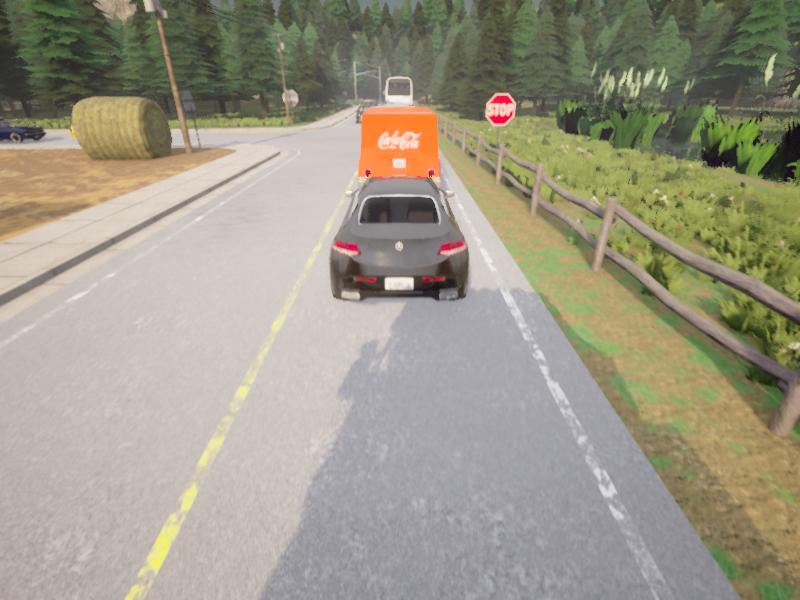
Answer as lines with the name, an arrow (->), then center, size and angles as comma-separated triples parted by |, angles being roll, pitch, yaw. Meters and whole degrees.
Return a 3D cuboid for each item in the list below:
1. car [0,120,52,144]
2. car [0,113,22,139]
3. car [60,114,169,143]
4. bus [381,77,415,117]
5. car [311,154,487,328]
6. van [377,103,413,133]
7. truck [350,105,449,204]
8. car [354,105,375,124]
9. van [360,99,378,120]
car -> -25.940, -10.908, 25.936 | 4.718, 1.301, 1.895 | -1, 28, -2
car -> -30.668, -12.524, 28.781 | 4.514, 1.525, 2.007 | -1, 28, -2
car -> -18.525, -11.216, 26.187 | 5.366, 1.575, 1.801 | -1, 28, -2
bus -> -0.341, -26.266, 51.798 | 3.944, 4.253, 10.273 | -1, 27, -1
car -> -0.011, -1.503, 7.516 | 2.152, 1.651, 5.027 | 0, 28, 0
van -> -0.320, -15.109, 33.009 | 1.775, 1.987, 4.442 | 8, 29, 13
truck -> -0.015, -5.149, 13.542 | 2.627, 2.467, 5.204 | 0, 28, 0
car -> -3.535, -18.717, 40.350 | 1.789, 1.549, 3.705 | 0, 28, 0
van -> -3.545, -22.175, 46.464 | 1.775, 1.987, 4.442 | 0, 28, 0
